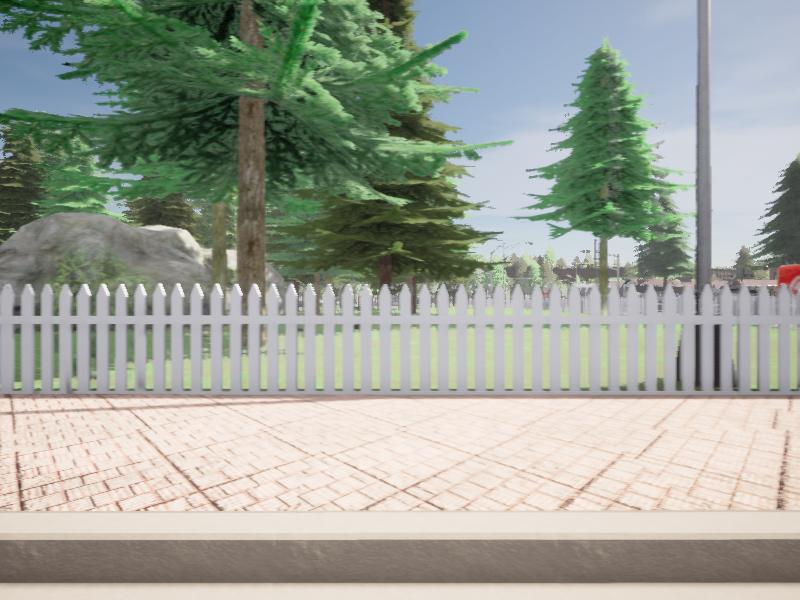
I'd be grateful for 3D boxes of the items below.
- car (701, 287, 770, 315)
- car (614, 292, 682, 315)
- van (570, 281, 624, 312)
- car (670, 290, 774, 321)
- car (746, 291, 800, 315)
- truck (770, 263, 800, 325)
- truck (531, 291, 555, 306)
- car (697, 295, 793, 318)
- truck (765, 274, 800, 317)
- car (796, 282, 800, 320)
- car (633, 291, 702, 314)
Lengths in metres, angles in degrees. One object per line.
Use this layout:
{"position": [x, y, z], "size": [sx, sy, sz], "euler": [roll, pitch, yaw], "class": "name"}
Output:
{"position": [24.368, 0.054, 29.264], "size": [1.905, 1.878, 3.866], "euler": [0, 0, 2], "class": "car"}
{"position": [17.343, 0.250, 28.317], "size": [1.837, 1.490, 4.892], "euler": [0, 0, 1], "class": "car"}
{"position": [17.526, -0.272, 35.970], "size": [1.988, 2.561, 5.915], "euler": [0, 0, 1], "class": "van"}
{"position": [17.185, 0.250, 21.758], "size": [1.837, 1.490, 4.892], "euler": [0, 0, 1], "class": "car"}
{"position": [27.851, 0.211, 28.511], "size": [1.801, 1.575, 5.366], "euler": [0, 0, 1], "class": "car"}
{"position": [17.009, -0.238, 14.403], "size": [2.627, 2.467, 5.204], "euler": [0, 0, 1], "class": "truck"}
{"position": [25.380, -0.236, 71.250], "size": [2.627, 2.467, 5.204], "euler": [0, 0, 1], "class": "truck"}
{"position": [20.751, 0.351, 24.408], "size": [1.895, 1.301, 4.718], "euler": [0, 0, 1], "class": "car"}
{"position": [24.203, -0.235, 22.496], "size": [2.627, 2.467, 5.204], "euler": [0, 0, 1], "class": "truck"}
{"position": [20.592, 0.053, 17.933], "size": [1.905, 1.878, 3.866], "euler": [0, 0, 1], "class": "car"}
{"position": [20.925, 0.188, 31.619], "size": [2.152, 1.651, 5.027], "euler": [0, 0, 1], "class": "car"}
